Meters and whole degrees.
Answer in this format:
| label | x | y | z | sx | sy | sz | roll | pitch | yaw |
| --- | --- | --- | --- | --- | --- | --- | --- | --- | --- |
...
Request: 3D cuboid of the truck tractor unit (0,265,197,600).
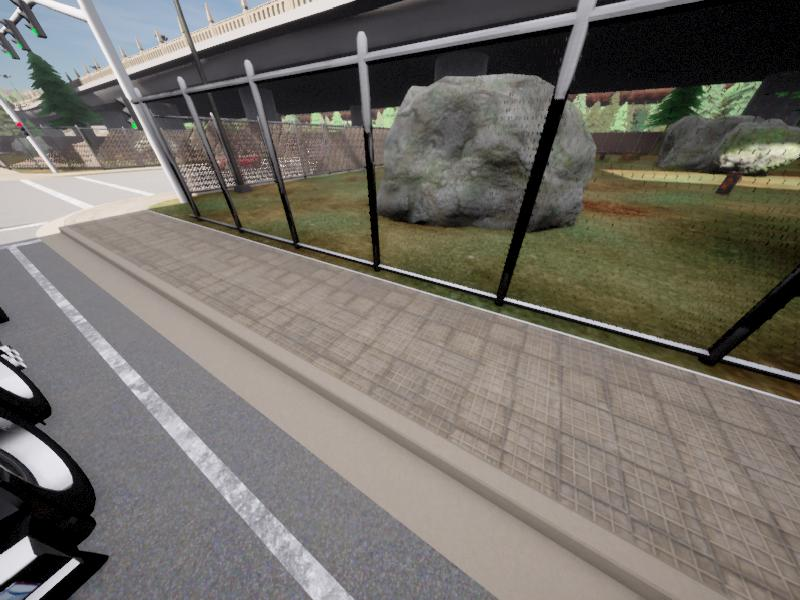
| label | x | y | z | sx | sy | sz | roll | pitch | yaw |
| --- | --- | --- | --- | --- | --- | --- | --- | --- | --- |
| truck tractor unit | -5.113 | -0.299 | 0.777 | 6.516 | 4.208 | 3.053 | 18 | 39 | 24 |
